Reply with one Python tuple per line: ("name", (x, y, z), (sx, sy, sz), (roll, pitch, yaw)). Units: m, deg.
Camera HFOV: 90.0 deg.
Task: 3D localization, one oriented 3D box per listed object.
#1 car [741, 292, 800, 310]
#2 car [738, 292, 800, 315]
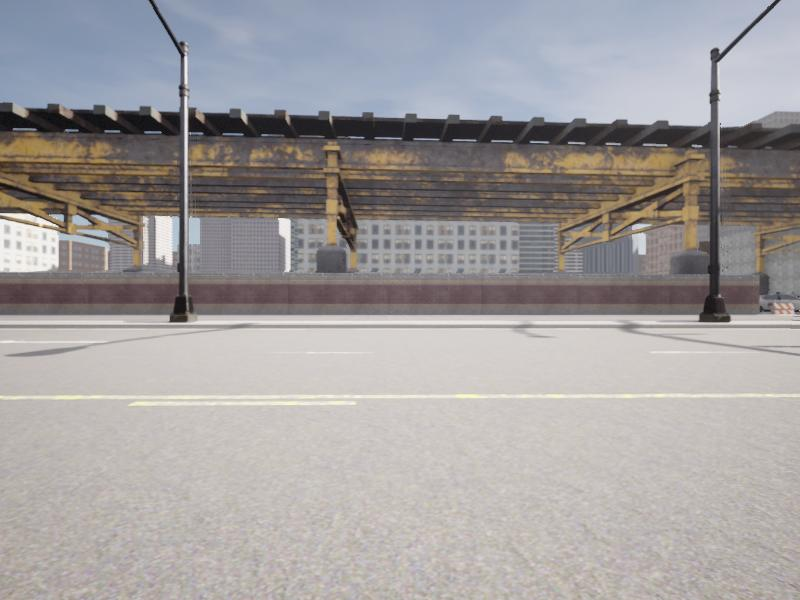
("car", (26.314, 0.073, 27.316), (4.536, 1.218, 1.853), (0, 0, 43))
("car", (26.352, 0.230, 27.281), (4.974, 1.542, 2.038), (0, 0, 43))
